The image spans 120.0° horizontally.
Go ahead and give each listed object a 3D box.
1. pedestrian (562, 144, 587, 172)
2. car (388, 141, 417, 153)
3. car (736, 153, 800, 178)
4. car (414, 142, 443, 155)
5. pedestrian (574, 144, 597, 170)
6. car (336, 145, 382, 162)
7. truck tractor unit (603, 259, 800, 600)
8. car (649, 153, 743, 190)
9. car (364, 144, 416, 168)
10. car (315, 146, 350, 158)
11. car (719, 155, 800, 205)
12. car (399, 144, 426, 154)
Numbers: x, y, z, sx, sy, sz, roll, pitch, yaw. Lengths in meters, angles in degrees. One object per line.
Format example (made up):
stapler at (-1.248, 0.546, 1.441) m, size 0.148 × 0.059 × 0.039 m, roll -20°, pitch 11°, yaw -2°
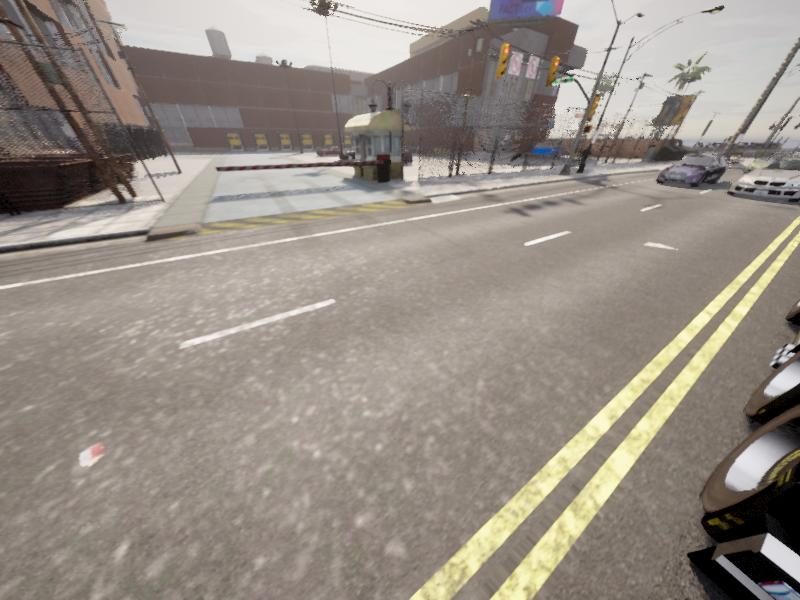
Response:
pedestrian at (14.043, -11.421, 18.608) m, size 0.751 × 1.860 × 0.751 m, roll -17°, pitch 38°, yaw -23°
car at (0.534, -31.361, 47.333) m, size 5.566 × 2.045 × 2.435 m, roll -19°, pitch 39°, yaw -25°
car at (30.640, -10.926, 18.628) m, size 4.514 × 1.525 × 2.007 m, roll -8°, pitch 36°, yaw -12°
car at (5.060, -27.178, 41.398) m, size 4.553 × 1.767 × 2.185 m, roll -19°, pitch 39°, yaw -25°
pedestrian at (15.790, -12.186, 19.722) m, size 0.751 × 1.860 × 0.751 m, roll -25°, pitch 42°, yaw -32°
car at (-4.897, -17.900, 28.192) m, size 5.008 × 1.535 × 2.097 m, roll -19°, pitch 39°, yaw -25°
truck tractor unit at (5.103, -0.310, 0.791) m, size 6.516 × 4.208 × 3.053 m, roll -19°, pitch 39°, yaw -24°
car at (18.556, -8.201, 14.524) m, size 4.856 × 1.649 × 2.033 m, roll -17°, pitch 38°, yaw -23°
car at (-0.975, -14.272, 22.786) m, size 4.553 × 1.767 × 2.185 m, roll -19°, pitch 39°, yaw -25°
car at (-10.403, -22.865, 35.631) m, size 4.718 × 1.301 × 1.895 m, roll -19°, pitch 39°, yaw -25°
car at (18.771, -6.020, 11.351) m, size 4.611 × 1.667 × 2.242 m, roll -17°, pitch 38°, yaw -23°
car at (2.486, -29.475, 45.109) m, size 4.786 × 1.482 × 2.161 m, roll -19°, pitch 39°, yaw -25°
